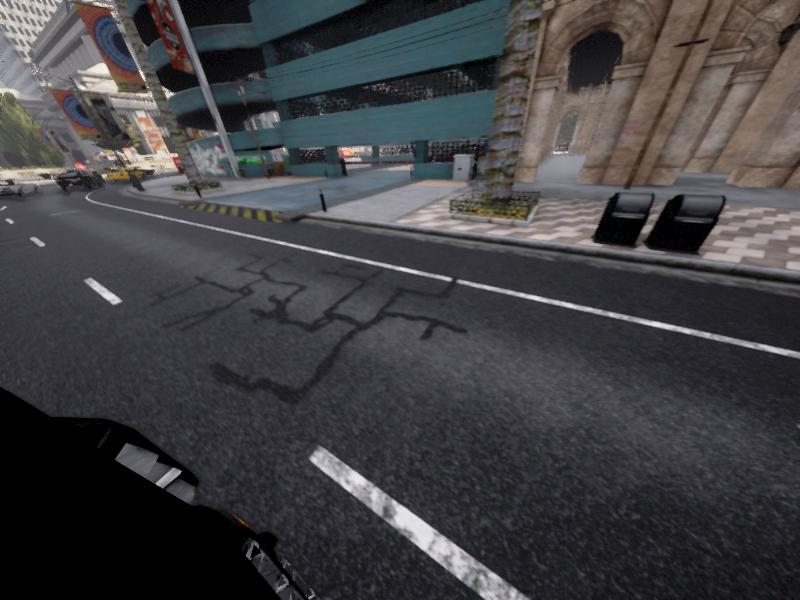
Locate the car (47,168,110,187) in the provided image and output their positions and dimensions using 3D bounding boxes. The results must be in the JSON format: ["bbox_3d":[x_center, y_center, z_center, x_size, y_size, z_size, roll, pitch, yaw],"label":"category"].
[{"bbox_3d":[-38.172,-14.710,27.673,2.038,1.542,4.974,-14,35,-17],"label":"car"}]

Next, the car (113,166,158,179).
[{"bbox_3d":[-40.259,-19.547,35.388,1.895,1.301,4.718,-5,33,-4],"label":"car"}]

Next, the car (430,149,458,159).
[{"bbox_3d":[8.371,-27.955,44.270,4.902,1.511,2.128,16,38,26],"label":"car"}]

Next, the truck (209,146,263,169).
[{"bbox_3d":[-34.239,-30.247,48.909,2.891,3.827,8.468,12,36,21],"label":"truck"}]

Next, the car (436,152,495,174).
[{"bbox_3d":[5.748,-12.147,20.525,4.514,1.523,2.007,16,38,26],"label":"car"}]

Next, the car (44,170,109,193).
[{"bbox_3d":[-31.482,-11.757,22.725,2.128,1.511,4.902,-22,38,-27],"label":"car"}]

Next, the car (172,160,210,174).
[{"bbox_3d":[-36.716,-23.578,40.803,2.097,1.767,4.553,0,33,4],"label":"car"}]

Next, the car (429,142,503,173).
[{"bbox_3d":[5.682,-12.489,20.335,5.566,2.045,2.435,16,38,26],"label":"car"}]

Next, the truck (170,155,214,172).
[{"bbox_3d":[-39.736,-26.185,44.358,2.627,2.467,5.204,5,34,12],"label":"truck"}]

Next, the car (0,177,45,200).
[{"bbox_3d":[-33.044,-9.460,19.544,1.895,1.301,4.718,-25,39,-30],"label":"car"}]

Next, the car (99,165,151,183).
[{"bbox_3d":[-35.561,-16.489,30.144,1.801,1.575,5.366,-12,34,-14],"label":"car"}]
